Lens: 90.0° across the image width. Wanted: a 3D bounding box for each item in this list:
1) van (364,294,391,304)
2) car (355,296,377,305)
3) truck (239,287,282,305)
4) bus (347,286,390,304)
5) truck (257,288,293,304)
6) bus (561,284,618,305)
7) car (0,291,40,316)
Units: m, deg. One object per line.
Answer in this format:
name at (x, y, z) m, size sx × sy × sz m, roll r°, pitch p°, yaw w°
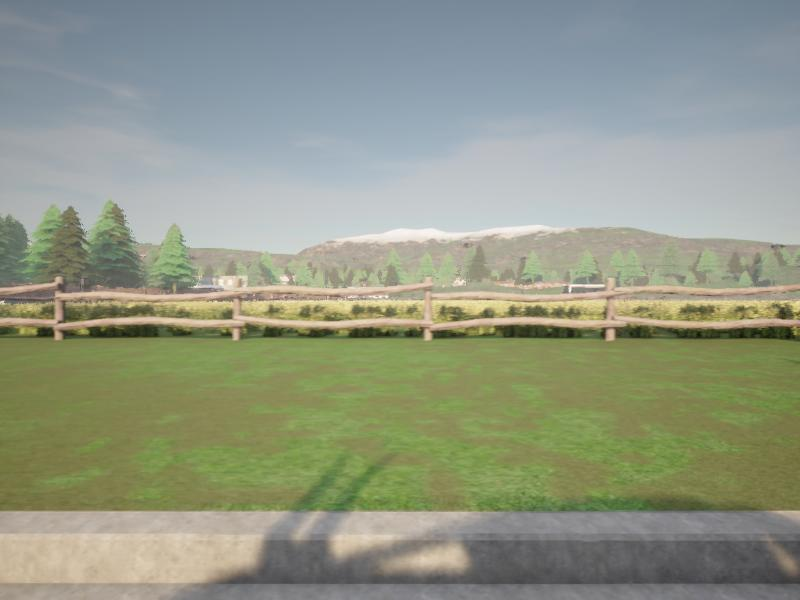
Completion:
van at (-5.253, -0.227, 95.044) m, size 6.366 × 2.431 × 2.351 m, roll 0°, pitch 0°, yaw 0°
car at (-7.139, 0.053, 84.537) m, size 4.605 × 1.855 × 1.932 m, roll 0°, pitch 0°, yaw 0°
truck at (-30.663, -0.928, 87.925) m, size 8.468 × 3.827 × 2.891 m, roll 0°, pitch 0°, yaw 0°
bus at (-7.590, -1.139, 98.656) m, size 10.273 × 4.253 × 3.944 m, roll 0°, pitch 0°, yaw 0°
truck at (-31.366, -0.928, 100.224) m, size 8.468 × 3.827 × 2.891 m, roll 0°, pitch 0°, yaw -18°
bus at (40.128, -1.133, 84.871) m, size 10.273 × 4.253 × 3.944 m, roll 0°, pitch 0°, yaw 0°
car at (-26.079, 0.219, 24.939) m, size 2.038 × 1.542 × 4.974 m, roll 0°, pitch -1°, yaw 29°
